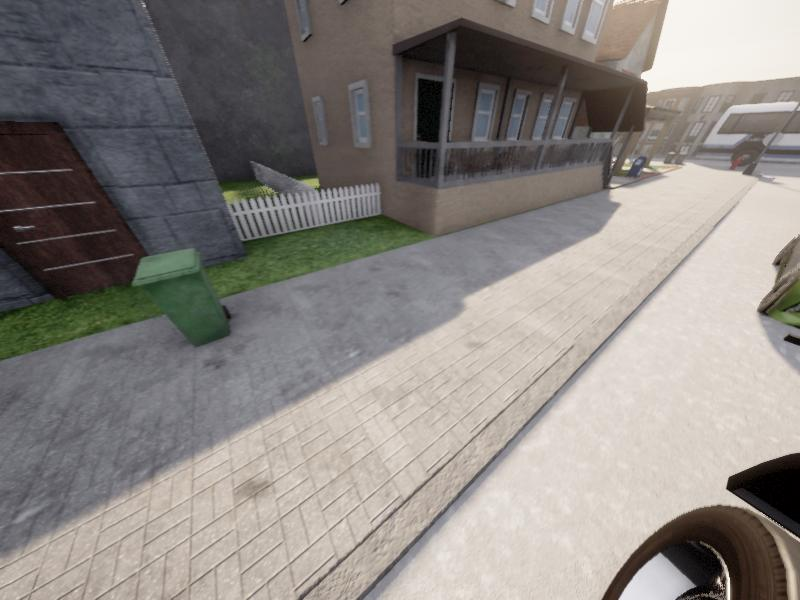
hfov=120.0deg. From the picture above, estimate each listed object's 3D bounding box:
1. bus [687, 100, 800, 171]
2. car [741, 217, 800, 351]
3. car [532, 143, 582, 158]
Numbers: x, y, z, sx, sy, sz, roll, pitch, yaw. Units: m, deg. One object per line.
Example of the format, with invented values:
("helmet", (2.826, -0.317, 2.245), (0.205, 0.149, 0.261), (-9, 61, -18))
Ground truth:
("bus", (31.178, -12.528, 17.666), (3.944, 4.253, 10.273), (-22, 41, -28))
("car", (7.232, -0.490, 3.206), (4.514, 1.525, 2.007), (-22, 41, -28))
("car", (20.594, -19.876, 30.557), (1.837, 1.490, 4.892), (-22, 41, -28))
